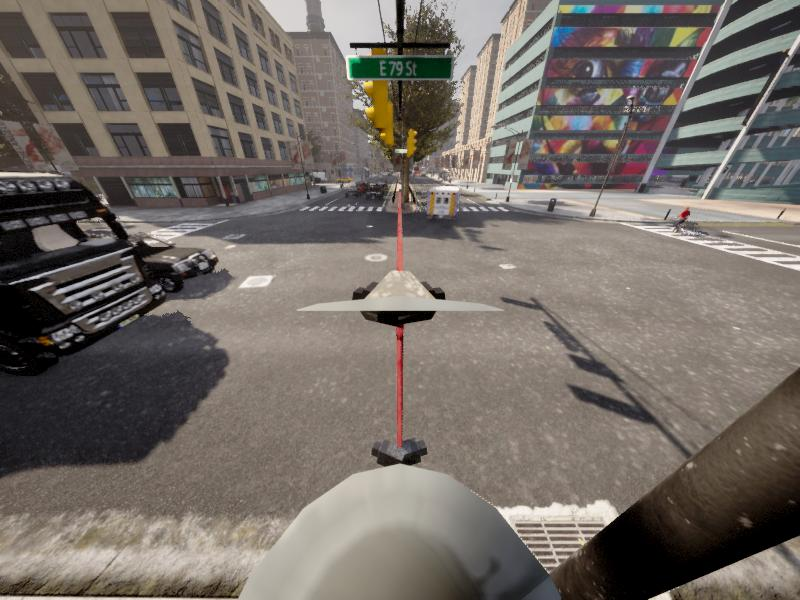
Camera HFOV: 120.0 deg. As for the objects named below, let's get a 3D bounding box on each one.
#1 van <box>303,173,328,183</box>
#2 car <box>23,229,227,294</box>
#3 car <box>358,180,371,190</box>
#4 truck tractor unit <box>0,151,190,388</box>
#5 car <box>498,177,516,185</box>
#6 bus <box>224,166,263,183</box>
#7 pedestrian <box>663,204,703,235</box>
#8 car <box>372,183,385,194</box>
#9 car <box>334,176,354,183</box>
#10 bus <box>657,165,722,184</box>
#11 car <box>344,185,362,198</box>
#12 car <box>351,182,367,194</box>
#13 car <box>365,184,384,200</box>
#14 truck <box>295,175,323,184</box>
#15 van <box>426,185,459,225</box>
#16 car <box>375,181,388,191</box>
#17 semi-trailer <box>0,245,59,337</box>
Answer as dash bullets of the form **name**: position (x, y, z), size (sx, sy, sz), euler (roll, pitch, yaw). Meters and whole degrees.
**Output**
- **van**: position (-23.913, -34.661, 65.502), size (5.915, 2.561, 1.988), euler (-1, 30, -2)
- **car**: position (-9.792, -1.496, 8.713), size (4.605, 1.855, 1.932), euler (0, 30, 0)
- **car**: position (-7.190, -23.368, 46.985), size (1.837, 1.490, 4.892), euler (0, 30, 0)
- **truck tractor unit**: position (-10.053, -0.763, 5.097), size (6.516, 4.208, 3.053), euler (0, 30, 1)
- **car**: position (27.196, -30.383, 58.961), size (2.161, 1.482, 4.786), euler (0, 30, 0)
- **bus**: position (-45.220, -36.768, 67.442), size (3.944, 4.253, 10.273), euler (0, 30, 0)
- **pedestrian**: position (18.830, -5.378, 15.412), size (0.751, 1.860, 0.751), euler (-1, 30, -2)
- **car**: position (-3.683, -19.398, 40.235), size (1.994, 1.385, 4.181), euler (0, 30, 0)
- **car**: position (-16.040, -34.559, 66.283), size (5.366, 1.575, 1.801), euler (-10, 31, -16)
- **bus**: position (78.731, -34.453, 63.420), size (3.944, 4.253, 10.273), euler (0, 30, 0)
- **car**: position (-7.151, -16.750, 35.573), size (1.812, 1.442, 4.674), euler (0, 30, 0)
- **car**: position (-7.178, -20.111, 41.312), size (2.007, 1.525, 4.514), euler (0, 30, 0)
- **car**: position (-3.698, -15.908, 33.887), size (2.242, 1.667, 4.611), euler (0, 30, 0)
- **truck**: position (-24.589, -32.674, 62.500), size (6.274, 2.098, 2.390), euler (0, 30, -1)
- **van**: position (3.920, -8.736, 20.709), size (2.351, 2.431, 6.366), euler (7, 31, 10)
- **car**: position (-3.663, -22.793, 45.972), size (2.128, 1.511, 4.902), euler (0, 30, 0)
- **semi-trailer**: position (-17.966, -0.868, 5.089), size (14.254, 4.402, 2.717), euler (0, 30, 0)
